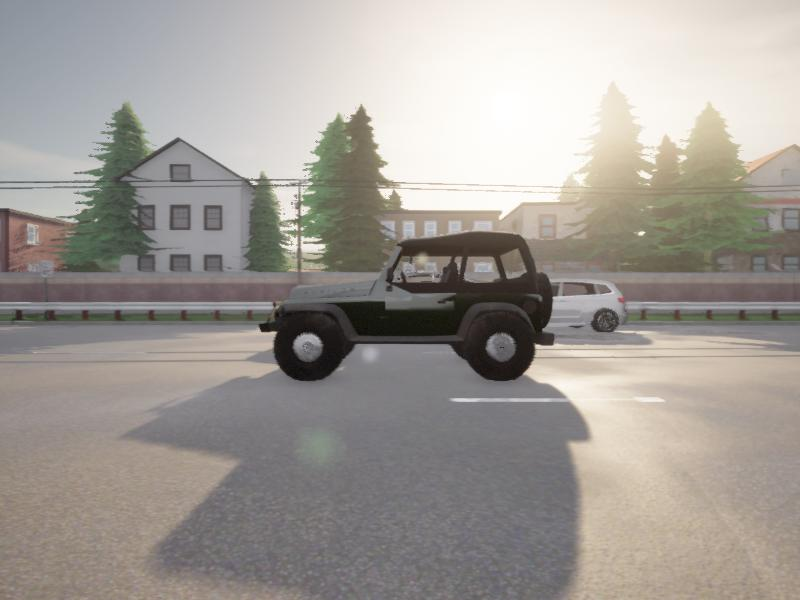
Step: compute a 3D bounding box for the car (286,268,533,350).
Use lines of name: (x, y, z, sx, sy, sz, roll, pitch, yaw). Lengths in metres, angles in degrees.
car: (0.195, 0.181, 9.199, 5.027, 1.651, 2.152, 0, 0, 0)

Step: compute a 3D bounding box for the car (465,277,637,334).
car: (4.551, 0.155, 12.701, 4.611, 1.667, 2.242, 0, 0, 0)

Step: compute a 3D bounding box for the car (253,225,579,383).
car: (0.188, 0.046, 5.701, 3.866, 1.878, 1.905, 0, 0, 0)
